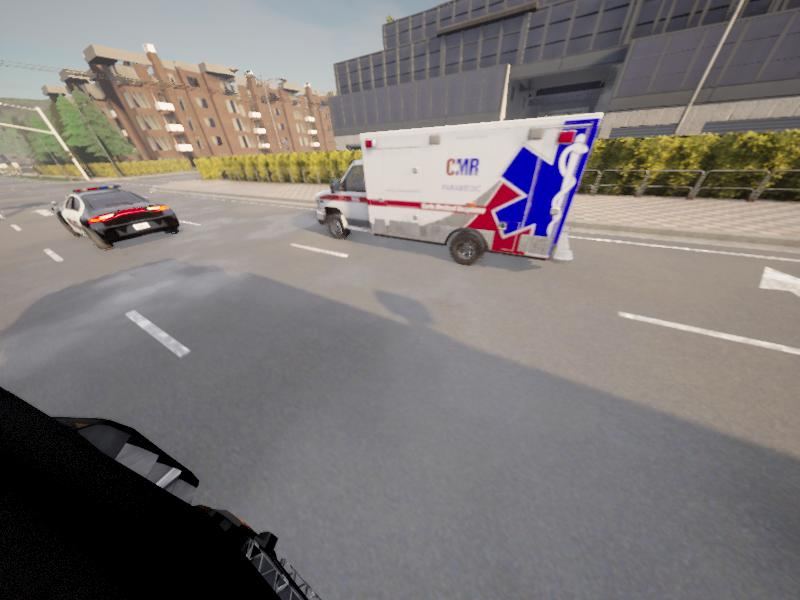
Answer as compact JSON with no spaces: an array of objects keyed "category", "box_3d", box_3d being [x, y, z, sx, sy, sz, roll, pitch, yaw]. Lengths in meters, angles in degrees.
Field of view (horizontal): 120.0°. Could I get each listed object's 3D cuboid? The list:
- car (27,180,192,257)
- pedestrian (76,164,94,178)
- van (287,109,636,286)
[{"category":"car","box_3d":[-9.794,-2.977,7.803,4.974,1.542,2.038,16,38,26]},{"category":"pedestrian","box_3d":[-48.740,-19.966,35.705,0.751,1.860,0.751,15,38,25]},{"category":"van","box_3d":[0.684,-2.627,5.642,6.366,2.431,2.351,16,38,26]}]
